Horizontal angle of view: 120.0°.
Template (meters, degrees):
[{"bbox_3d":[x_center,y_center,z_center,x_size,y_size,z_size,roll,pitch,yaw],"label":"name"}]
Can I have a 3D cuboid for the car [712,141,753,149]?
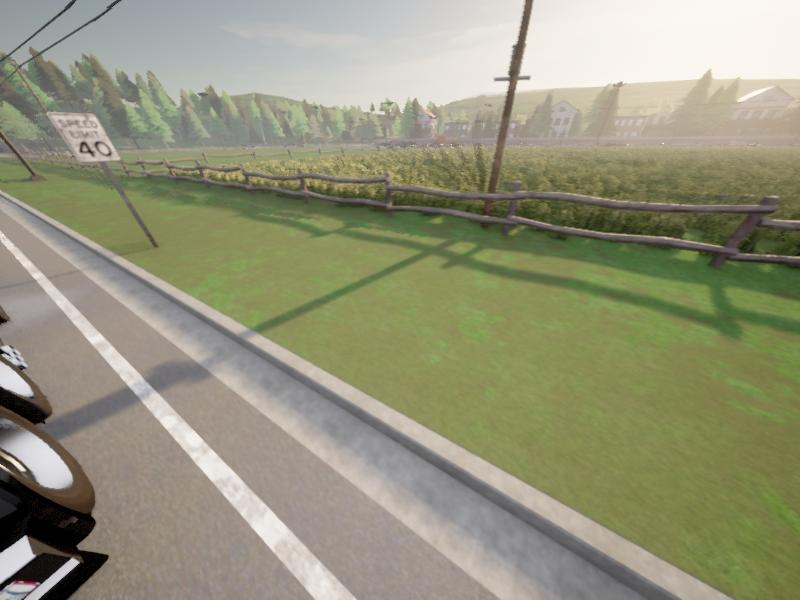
[{"bbox_3d":[77.149,-36.044,53.687,5.008,1.535,1.882,18,39,25],"label":"car"}]

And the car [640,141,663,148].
[{"bbox_3d":[67.161,-41.652,61.825,3.633,1.501,1.845,18,39,25],"label":"car"}]

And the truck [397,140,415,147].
[{"bbox_3d":[2.265,-58.562,86.328,6.274,2.098,2.390,18,39,25],"label":"truck"}]

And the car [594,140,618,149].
[{"bbox_3d":[50.307,-38.056,56.563,3.866,1.878,1.905,18,39,25],"label":"car"}]

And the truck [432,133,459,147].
[{"bbox_3d":[16.109,-57.040,82.484,8.468,3.827,2.891,18,39,25],"label":"truck"}]

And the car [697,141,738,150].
[{"bbox_3d":[72.316,-35.317,52.692,5.008,1.535,1.882,18,39,25],"label":"car"}]

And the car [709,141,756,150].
[{"bbox_3d":[71.422,-33.299,49.795,5.366,1.575,1.801,18,39,25],"label":"car"}]

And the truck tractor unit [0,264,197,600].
[{"bbox_3d":[-5.118,-0.291,0.783,6.516,4.208,3.053,18,39,24],"label":"truck tractor unit"}]
